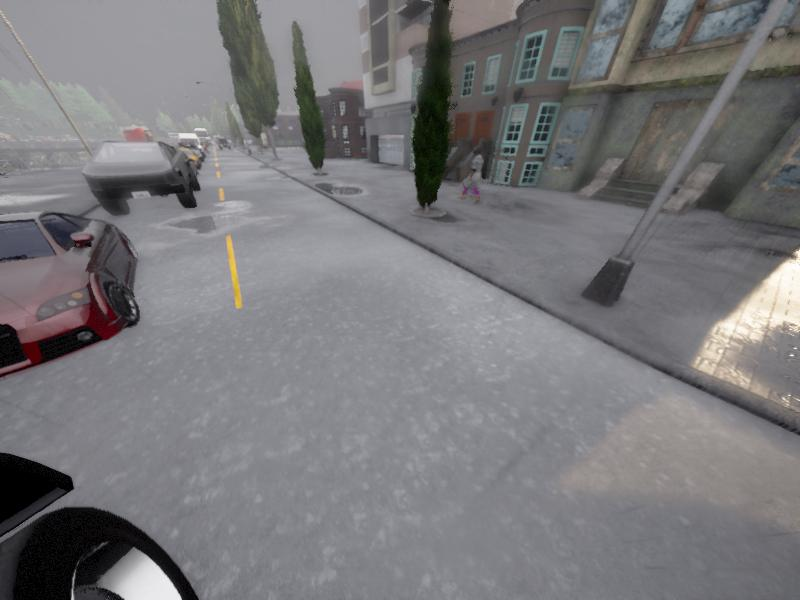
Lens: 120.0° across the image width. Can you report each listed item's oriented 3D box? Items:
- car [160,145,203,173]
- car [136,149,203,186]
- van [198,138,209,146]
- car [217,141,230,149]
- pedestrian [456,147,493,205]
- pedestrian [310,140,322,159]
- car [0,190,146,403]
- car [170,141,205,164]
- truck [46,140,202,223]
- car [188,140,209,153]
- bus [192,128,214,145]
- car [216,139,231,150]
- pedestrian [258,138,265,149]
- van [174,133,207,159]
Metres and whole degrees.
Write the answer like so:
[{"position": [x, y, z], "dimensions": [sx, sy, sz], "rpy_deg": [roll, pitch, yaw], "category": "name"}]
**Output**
[{"position": [-18.015, -11.884, 19.292], "dimensions": [1.801, 1.575, 5.366], "rpy_deg": [-21, 40, -27], "category": "car"}, {"position": [-14.154, -8.486, 14.554], "dimensions": [2.128, 1.511, 4.902], "rpy_deg": [-21, 40, -27], "category": "car"}, {"position": [-56.600, -45.704, 66.705], "dimensions": [1.775, 1.987, 4.442], "rpy_deg": [-21, 40, -27], "category": "van"}, {"position": [-41.979, -36.868, 54.790], "dimensions": [1.970, 1.475, 3.806], "rpy_deg": [-21, 40, -27], "category": "car"}, {"position": [2.873, -4.839, 9.032], "dimensions": [0.751, 1.860, 0.751], "rpy_deg": [-21, 41, -28], "category": "pedestrian"}, {"position": [-10.093, -18.030, 27.684], "dimensions": [0.751, 1.860, 0.751], "rpy_deg": [-23, 41, -30], "category": "pedestrian"}, {"position": [-5.461, -0.419, 3.304], "dimensions": [1.994, 1.385, 4.181], "rpy_deg": [-27, 43, -33], "category": "car"}, {"position": [-22.370, -15.804, 24.571], "dimensions": [1.932, 1.855, 4.605], "rpy_deg": [-21, 40, -27], "category": "car"}, {"position": [-10.103, -5.193, 9.396], "dimensions": [2.390, 2.098, 6.274], "rpy_deg": [-21, 40, -27], "category": "truck"}, {"position": [-35.102, -26.871, 40.279], "dimensions": [2.097, 1.767, 4.553], "rpy_deg": [-21, 40, -27], "category": "car"}, {"position": [-62.742, -52.123, 73.806], "dimensions": [3.944, 4.253, 10.273], "rpy_deg": [-21, 40, -27], "category": "bus"}, {"position": [-37.175, -32.876, 48.738], "dimensions": [1.905, 1.878, 3.866], "rpy_deg": [-21, 40, -27], "category": "car"}, {"position": [-28.867, -32.452, 48.030], "dimensions": [0.751, 1.860, 0.751], "rpy_deg": [-14, 38, -20], "category": "pedestrian"}, {"position": [-26.534, -19.703, 29.506], "dimensions": [1.988, 2.561, 5.915], "rpy_deg": [-21, 40, -27], "category": "van"}]
